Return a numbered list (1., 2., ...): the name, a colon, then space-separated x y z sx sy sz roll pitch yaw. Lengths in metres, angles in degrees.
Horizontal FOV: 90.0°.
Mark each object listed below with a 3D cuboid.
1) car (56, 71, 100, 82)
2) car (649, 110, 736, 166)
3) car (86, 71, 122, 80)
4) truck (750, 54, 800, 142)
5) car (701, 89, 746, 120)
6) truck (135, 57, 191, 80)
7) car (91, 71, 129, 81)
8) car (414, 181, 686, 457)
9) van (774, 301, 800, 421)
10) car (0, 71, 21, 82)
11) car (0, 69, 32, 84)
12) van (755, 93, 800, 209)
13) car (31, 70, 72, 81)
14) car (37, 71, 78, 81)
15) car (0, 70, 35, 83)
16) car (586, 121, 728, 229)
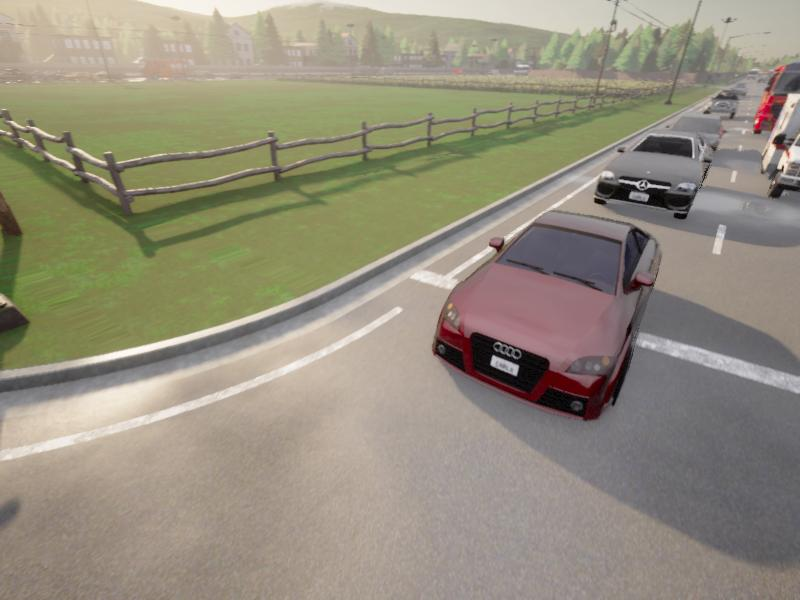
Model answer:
1. car: -54.729 -38.090 68.120 1.801 1.575 5.366 22 36 32
2. car: 12.348 -6.928 16.774 2.163 1.488 4.792 22 36 32
3. car: -56.320 -42.766 76.174 2.128 1.511 4.902 22 36 32
4. truck: 22.495 -11.514 22.593 2.891 3.827 8.468 22 36 32
5. car: 24.713 -14.969 30.492 1.932 1.855 4.605 22 36 32
6. truck: -47.474 -46.509 80.463 2.891 3.827 8.468 22 36 32
7. car: -53.696 -41.600 74.161 1.882 1.535 5.008 22 36 32
8. car: 2.193 -0.312 5.275 1.994 1.385 4.181 20 35 30
9. van: 4.575 0.929 2.551 2.069 2.038 4.480 18 34 26
10. car: -63.394 -35.461 63.430 1.816 1.474 4.193 22 36 32
11. car: -57.974 -33.324 59.547 1.905 1.878 3.866 22 36 32
12. van: 12.545 -4.584 11.831 2.351 2.431 6.366 22 36 32
13. car: -61.380 -39.615 70.545 1.882 1.535 5.008 22 36 32
14. car: -58.681 -38.431 68.655 2.163 1.488 4.792 22 36 32
15. car: -60.373 -34.573 61.843 1.930 1.638 5.238 22 36 32
16. car: 7.106 -3.651 10.874 2.152 1.651 5.027 22 37 32
